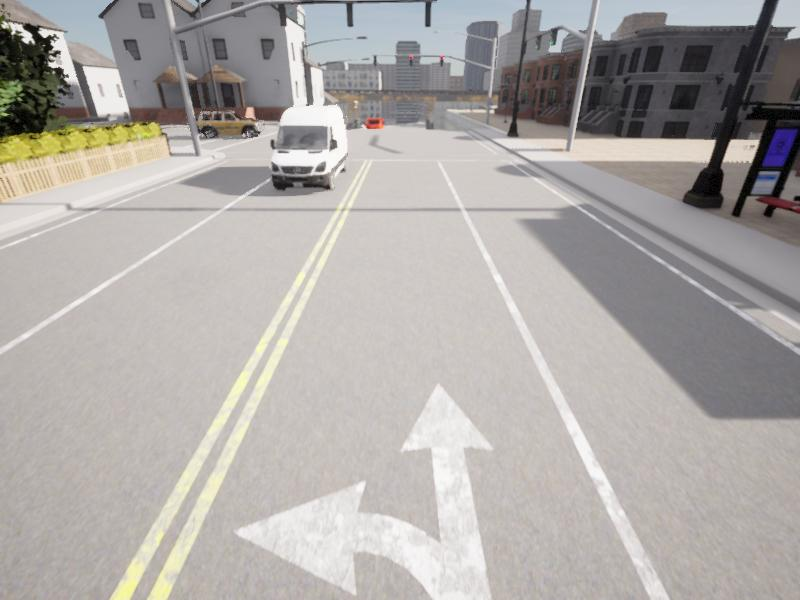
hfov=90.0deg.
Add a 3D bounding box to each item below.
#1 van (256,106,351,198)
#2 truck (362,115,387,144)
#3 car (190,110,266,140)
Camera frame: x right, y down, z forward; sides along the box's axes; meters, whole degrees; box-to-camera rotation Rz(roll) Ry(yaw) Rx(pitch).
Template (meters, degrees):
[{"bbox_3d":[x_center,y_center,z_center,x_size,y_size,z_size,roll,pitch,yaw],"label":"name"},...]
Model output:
[{"bbox_3d":[-3.263,-5.835,15.106,1.988,2.561,5.915,0,27,0],"label":"van"},{"bbox_3d":[-3.055,-21.070,49.631,2.627,2.467,5.204,0,14,1],"label":"truck"},{"bbox_3d":[-12.605,-13.024,29.692,4.605,1.855,1.932,-4,28,-7],"label":"car"}]
